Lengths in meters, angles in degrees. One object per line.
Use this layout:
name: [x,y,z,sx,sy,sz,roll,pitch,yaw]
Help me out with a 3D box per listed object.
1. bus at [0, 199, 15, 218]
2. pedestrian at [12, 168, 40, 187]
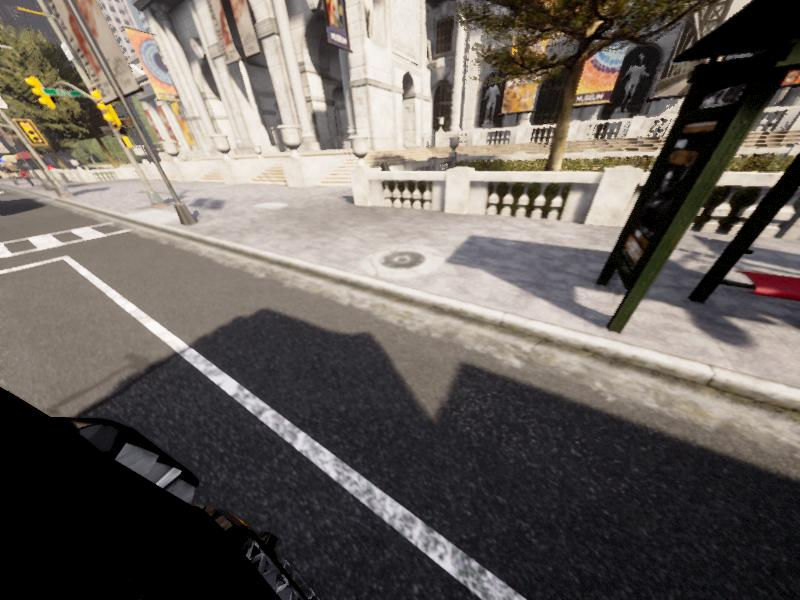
bus: [-26.902,-6.817,12.524,10.273,4.253,3.944,17,38,26]
pedestrian: [-42.532,-13.921,26.300,0.751,1.860,0.751,-27,40,-32]
